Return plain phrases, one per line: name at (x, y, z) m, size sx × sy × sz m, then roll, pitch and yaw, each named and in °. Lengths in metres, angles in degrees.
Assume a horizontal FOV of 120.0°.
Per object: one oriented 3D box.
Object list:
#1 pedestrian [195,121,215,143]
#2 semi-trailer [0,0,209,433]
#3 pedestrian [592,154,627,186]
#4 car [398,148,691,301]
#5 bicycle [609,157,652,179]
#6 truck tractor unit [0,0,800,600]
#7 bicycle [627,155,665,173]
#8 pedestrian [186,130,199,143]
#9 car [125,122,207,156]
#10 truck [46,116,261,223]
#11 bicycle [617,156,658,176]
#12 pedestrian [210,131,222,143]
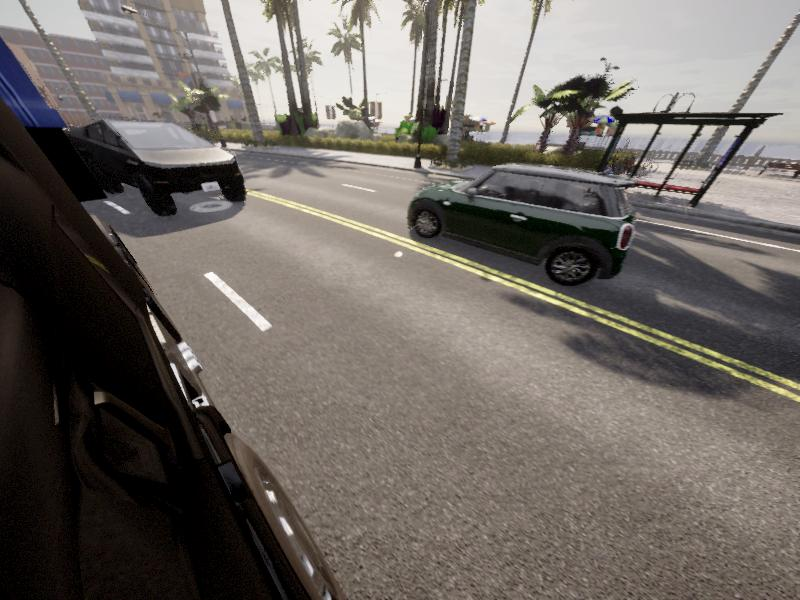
pedestrian at (-21.322, -18.374, 25.323) m, size 0.751 × 1.860 × 0.751 m, roll 9°, pitch 37°, yaw 9°
semi-trailer at (-9.177, -3.210, 3.719) m, size 14.254 × 4.402 × 2.717 m, roll 22°, pitch 41°, yaw 24°
pedestrian at (10.782, -6.712, 11.904) m, size 0.751 × 1.300 × 0.751 m, roll 31°, pitch 45°, yaw 33°
car at (2.374, -2.085, 5.070) m, size 4.553 × 1.767 × 2.097 m, roll 29°, pitch 44°, yaw 31°
bicycle at (14.672, -8.455, 14.767) m, size 0.373 × 1.024 × 1.643 m, roll -25°, pitch 45°, yaw -32°
truck tractor unit at (-2.645, -0.295, 0.352) m, size 6.516 × 4.208 × 3.053 m, roll 28°, pitch 44°, yaw 30°
bicycle at (18.511, -10.285, 17.452) m, size 0.373 × 1.024 × 1.643 m, roll -25°, pitch 45°, yaw -32°
pedestrian at (-22.553, -17.803, 25.120) m, size 0.500 × 1.100 × 0.500 m, roll 13°, pitch 38°, yaw 14°
car at (-17.702, -12.277, 17.593) m, size 4.605 × 1.855 × 1.932 m, roll 15°, pitch 38°, yaw 16°
truck at (-7.850, -4.460, 7.431) m, size 6.274 × 2.098 × 2.390 m, roll 22°, pitch 41°, yaw 24°
bicycle at (16.208, -9.187, 15.841) m, size 0.373 × 1.024 × 1.643 m, roll -25°, pitch 45°, yaw -32°
pedestrian at (-20.726, -18.364, 25.981) m, size 0.500 × 1.100 × 0.500 m, roll 6°, pitch 37°, yaw 5°
